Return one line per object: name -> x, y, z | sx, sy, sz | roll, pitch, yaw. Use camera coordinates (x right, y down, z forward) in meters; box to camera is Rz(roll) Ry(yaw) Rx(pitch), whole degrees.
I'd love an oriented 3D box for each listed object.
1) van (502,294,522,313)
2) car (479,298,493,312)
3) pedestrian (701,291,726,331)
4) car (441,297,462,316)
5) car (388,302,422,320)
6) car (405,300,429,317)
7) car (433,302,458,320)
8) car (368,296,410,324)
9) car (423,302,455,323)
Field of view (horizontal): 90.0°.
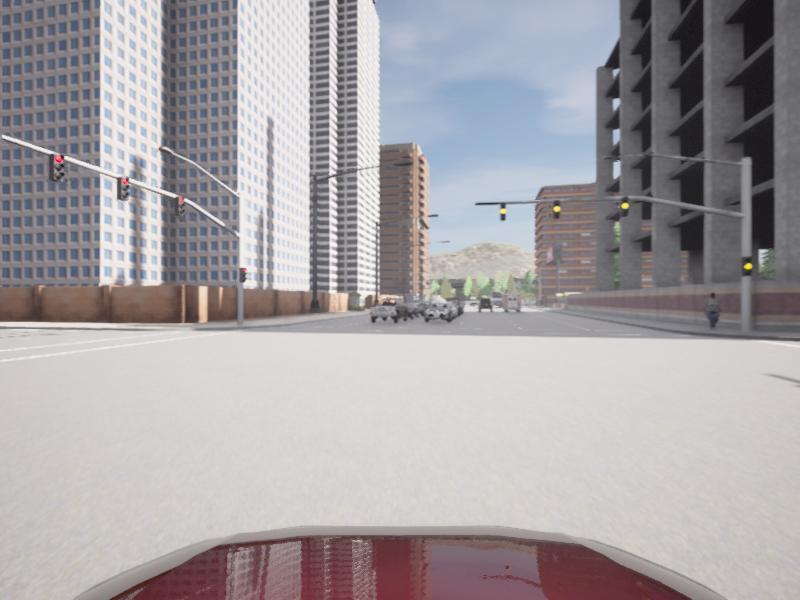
van -> 15.562, 0.438, 55.990 | 2.351, 2.431, 6.366 | 0, 0, 12
car -> 12.058, 0.708, 56.338 | 1.905, 1.878, 3.866 | 0, 0, 12
pedestrian -> 14.766, 0.500, 18.871 | 0.751, 1.860, 0.751 | 0, 0, 24
car -> 5.386, 0.694, 41.621 | 1.905, 1.878, 3.866 | 0, 0, 12
car -> 0.526, 0.895, 35.504 | 2.163, 1.488, 4.792 | 0, 0, 12
car -> 1.847, 0.838, 41.815 | 1.851, 1.617, 3.988 | 0, 0, 12
car -> 4.135, 0.911, 35.674 | 1.812, 1.442, 4.674 | 0, 0, 12
car -> -0.702, 0.689, 29.476 | 1.932, 1.855, 4.605 | 0, 0, 14
car -> 2.973, 0.889, 30.080 | 1.970, 1.475, 3.806 | 0, 0, 12
